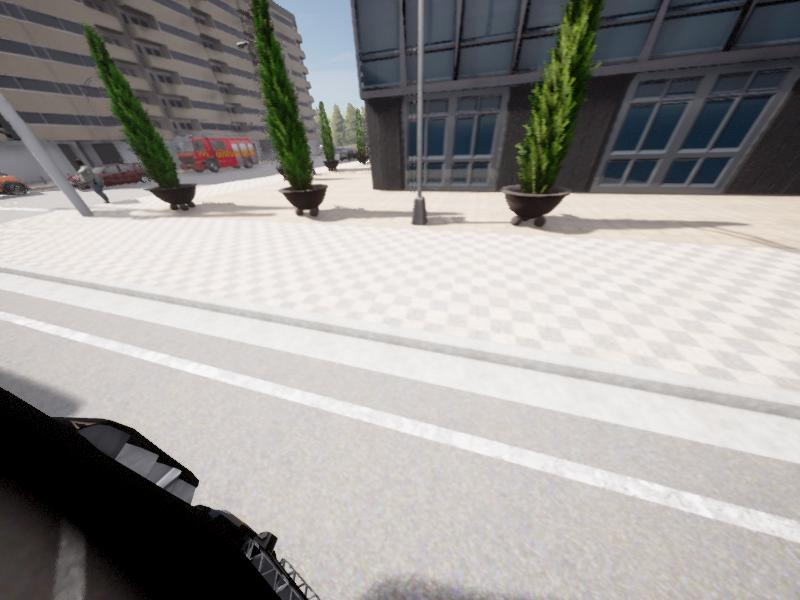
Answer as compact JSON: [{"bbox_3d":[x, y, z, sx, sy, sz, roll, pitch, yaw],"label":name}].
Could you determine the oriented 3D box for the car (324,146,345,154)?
[{"bbox_3d":[-20.627,-47.314,72.872,5.566,2.045,2.150,8,35,15],"label":"car"}]

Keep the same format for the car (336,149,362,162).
[{"bbox_3d":[-7.976,-23.127,36.857,2.007,1.525,4.514,8,36,15],"label":"car"}]

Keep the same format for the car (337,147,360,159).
[{"bbox_3d":[-9.447,-27.318,42.875,2.097,1.767,4.553,8,36,15],"label":"car"}]

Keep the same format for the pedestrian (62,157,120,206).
[{"bbox_3d":[-14.105,-5.433,10.603,0.751,1.860,0.751,20,40,30],"label":"pedestrian"}]

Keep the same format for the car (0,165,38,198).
[{"bbox_3d":[-27.336,-7.161,14.348,2.097,1.767,4.553,10,36,17],"label":"car"}]

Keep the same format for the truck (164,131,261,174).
[{"bbox_3d":[-21.987,-18.003,28.153,2.891,3.827,8.468,8,36,15],"label":"truck"}]

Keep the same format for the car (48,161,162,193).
[{"bbox_3d":[-22.178,-9.572,17.801,1.882,1.535,5.008,7,36,14],"label":"car"}]

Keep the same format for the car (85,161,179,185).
[{"bbox_3d":[-24.560,-11.930,21.546,2.033,1.411,5.357,8,35,14],"label":"car"}]
